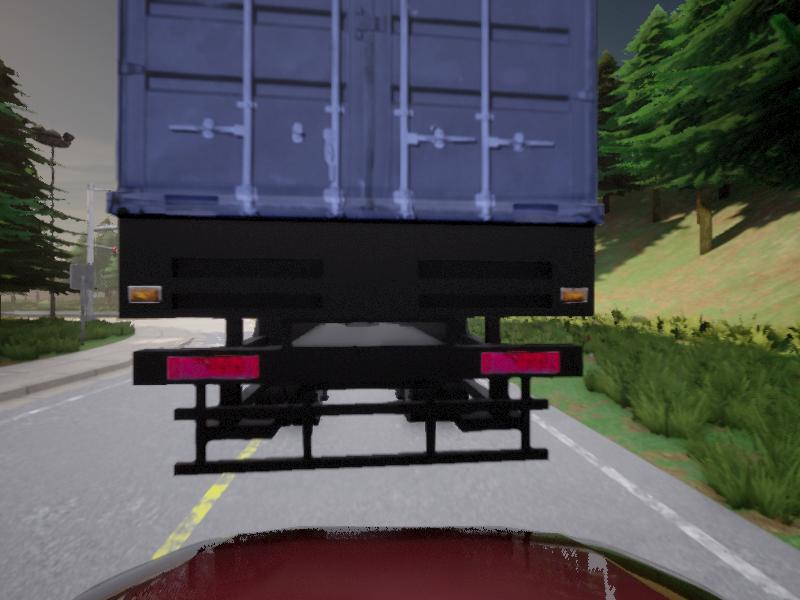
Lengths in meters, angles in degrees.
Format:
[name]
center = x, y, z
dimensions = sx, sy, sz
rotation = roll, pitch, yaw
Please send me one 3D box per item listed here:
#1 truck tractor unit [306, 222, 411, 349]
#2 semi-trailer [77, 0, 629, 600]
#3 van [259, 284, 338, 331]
[truck tractor unit]
center = -2.086, -0.500, 16.861
dimensions = 3.053, 4.208, 6.516
rotation = 0, 0, -18
[semi-trailer]
center = -0.866, -0.609, 9.079
dimensions = 2.717, 4.402, 14.254
rotation = 0, 0, -6
[van]
center = -6.375, 0.402, 24.336
dimensions = 2.351, 2.431, 6.366
rotation = 0, 0, -37
